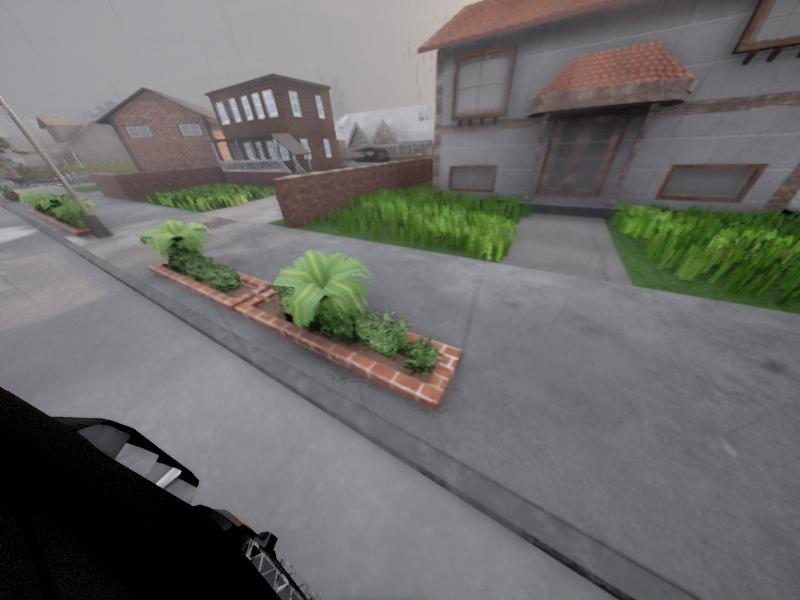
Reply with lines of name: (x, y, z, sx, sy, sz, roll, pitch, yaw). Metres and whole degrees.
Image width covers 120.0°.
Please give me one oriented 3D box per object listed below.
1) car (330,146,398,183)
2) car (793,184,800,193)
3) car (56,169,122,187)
car: (-2.356, -9.026, 15.353, 3.866, 1.878, 1.905, 16, 38, 26)
car: (12.896, -3.079, 5.549, 1.845, 1.501, 3.633, 16, 38, 26)
car: (-36.538, -14.515, 27.290, 1.994, 1.385, 4.181, 15, 38, 25)
